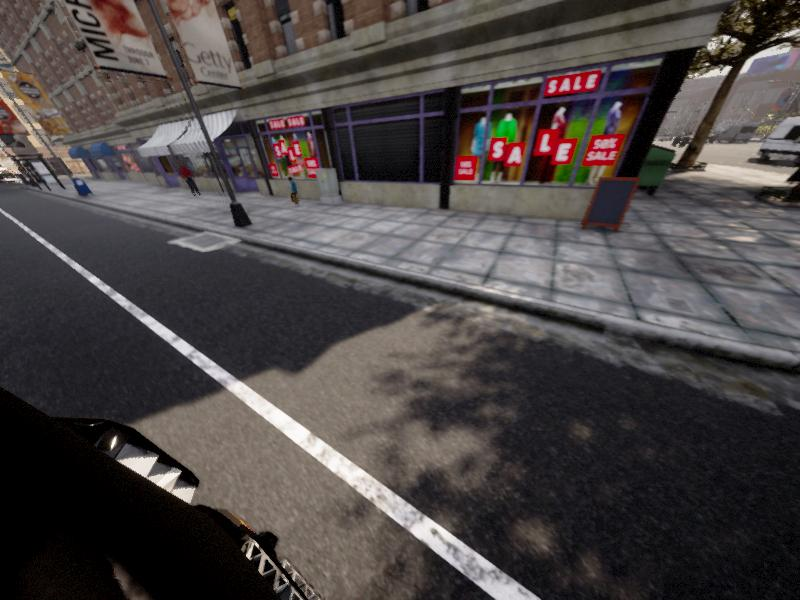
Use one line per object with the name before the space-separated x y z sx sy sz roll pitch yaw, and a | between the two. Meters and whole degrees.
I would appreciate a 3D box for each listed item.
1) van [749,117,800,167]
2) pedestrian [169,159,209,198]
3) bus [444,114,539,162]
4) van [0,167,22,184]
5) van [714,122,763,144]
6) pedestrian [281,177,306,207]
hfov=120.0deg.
van | 26.419 -10.175 14.674 1.988 2.561 5.915 16 38 26
pedestrian | -11.897 -6.849 13.084 0.751 1.860 0.751 17 39 27
bus | 11.336 -20.485 29.705 10.273 4.253 3.944 16 38 26
van | -62.321 -18.789 35.078 4.480 2.038 2.069 -12 35 -12
van | 55.092 -27.267 37.829 1.988 2.561 5.915 16 38 26
pedestrian | -4.489 -4.590 9.808 0.500 1.100 0.500 15 38 25
